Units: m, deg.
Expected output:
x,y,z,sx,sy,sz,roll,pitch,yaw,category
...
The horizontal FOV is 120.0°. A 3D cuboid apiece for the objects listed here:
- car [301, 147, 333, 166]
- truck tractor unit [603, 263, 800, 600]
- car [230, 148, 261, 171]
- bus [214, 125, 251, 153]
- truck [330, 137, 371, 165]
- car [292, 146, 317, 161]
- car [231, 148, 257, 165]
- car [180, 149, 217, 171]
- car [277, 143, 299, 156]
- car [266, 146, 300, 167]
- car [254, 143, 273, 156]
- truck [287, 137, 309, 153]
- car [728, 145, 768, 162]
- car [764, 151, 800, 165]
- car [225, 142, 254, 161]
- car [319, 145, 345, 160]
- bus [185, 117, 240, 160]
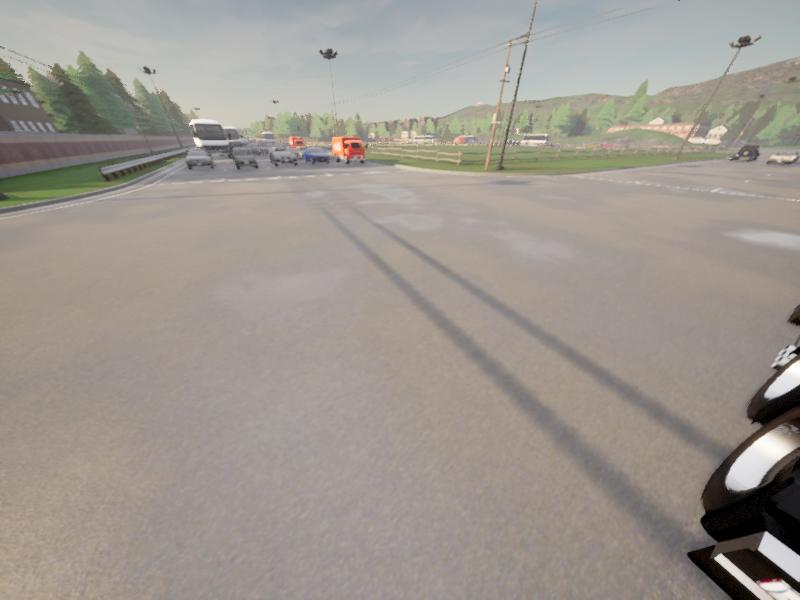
x,y,z,sx,sy,sz,roll,pitch,yaw,category
-9.317,-16.096,25.712,1.882,1.535,5.008,-18,39,-25,car
5.107,-0.305,0.790,6.516,4.208,3.053,-18,39,-24,truck tractor unit
-14.063,-12.846,20.983,1.789,1.549,3.705,-18,39,-25,car
-34.182,-33.309,47.852,3.944,4.253,10.273,-14,37,-20,bus
-5.673,-16.873,26.039,2.627,2.467,5.204,-18,39,-25,truck
-12.481,-19.152,30.129,1.970,1.475,3.806,-18,39,-25,car
-17.582,-16.305,26.085,1.994,1.385,4.181,-18,39,-24,car
-18.150,-12.845,21.040,1.812,1.442,4.674,-18,39,-25,car
-19.042,-25.634,39.206,2.242,1.667,4.611,-18,40,-25,car
-12.341,-15.137,24.231,2.152,1.651,5.027,-18,39,-25,car
-22.398,-24.872,38.091,2.242,1.667,4.611,-14,37,-20,car
-20.816,-31.655,47.091,2.627,2.467,5.204,-18,42,-25,truck
48.538,-20.467,32.212,3.866,1.878,1.905,-18,39,-25,car
48.184,-17.797,28.894,4.718,1.301,1.895,-18,39,-24,car
-20.697,-19.199,29.755,1.905,1.878,3.866,-27,44,-33,car
-9.320,-20.036,31.385,2.007,1.525,4.514,-18,39,-25,car
-26.287,-22.363,32.192,3.944,4.253,10.273,-24,42,-31,bus
